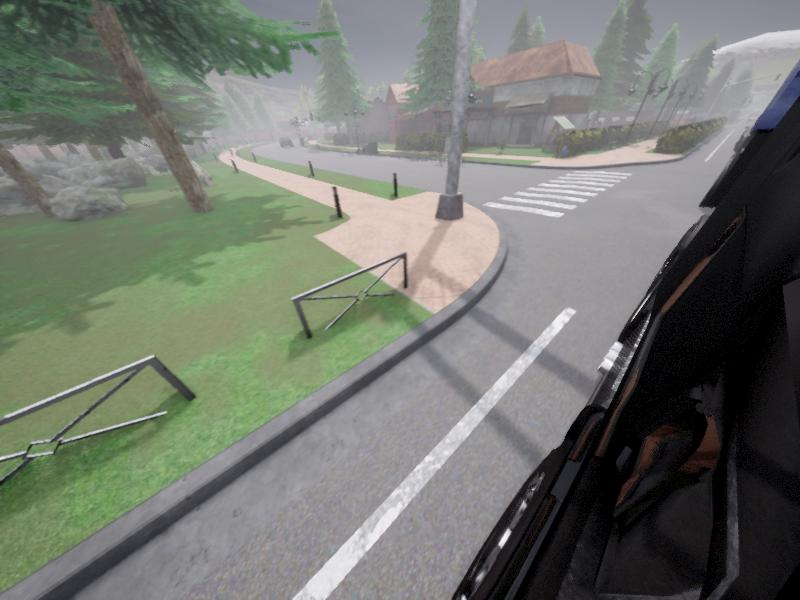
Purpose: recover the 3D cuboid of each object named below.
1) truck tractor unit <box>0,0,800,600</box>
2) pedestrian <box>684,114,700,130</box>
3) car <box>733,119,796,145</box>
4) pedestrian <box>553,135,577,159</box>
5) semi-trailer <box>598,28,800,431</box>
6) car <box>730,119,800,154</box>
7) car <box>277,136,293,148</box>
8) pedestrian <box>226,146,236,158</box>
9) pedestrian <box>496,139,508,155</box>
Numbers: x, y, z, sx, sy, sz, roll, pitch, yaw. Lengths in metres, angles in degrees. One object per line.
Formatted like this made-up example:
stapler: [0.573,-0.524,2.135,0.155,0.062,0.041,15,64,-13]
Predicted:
truck tractor unit: [2.645,-0.295,0.352,6.516,4.208,3.053,-28,44,-30]
pedestrian: [45.266,-27.562,35.782,0.751,1.860,0.751,-28,44,-30]
car: [29.893,-13.893,19.078,4.902,1.511,2.128,-28,44,-30]
pedestrian: [11.187,-10.373,15.692,0.751,1.300,0.751,-29,44,-31]
semi-trailer: [8.731,-3.560,4.228,14.254,4.402,2.717,-27,43,-30]
car: [24.700,-11.142,15.632,4.856,1.649,2.033,-28,44,-30]
car: [-22.342,-30.845,44.962,2.097,1.767,4.553,-18,39,-19]
pedestrian: [-19.926,-17.499,27.298,0.500,1.100,0.500,-28,43,-29]
pedestrian: [8.305,-12.496,18.851,0.500,1.100,0.500,-28,44,-30]
